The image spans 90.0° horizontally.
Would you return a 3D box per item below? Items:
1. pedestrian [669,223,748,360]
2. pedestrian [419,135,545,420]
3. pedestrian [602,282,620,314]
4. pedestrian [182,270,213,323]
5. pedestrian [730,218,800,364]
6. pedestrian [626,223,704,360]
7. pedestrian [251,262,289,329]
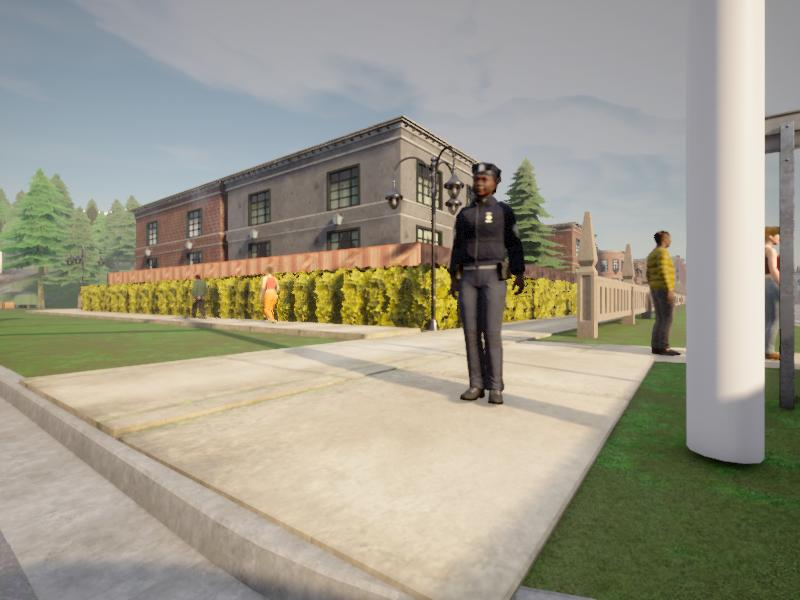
[{"bbox_3d":[4.504,-0.115,5.901,0.751,1.860,0.751,0,0,21],"label":"pedestrian"},{"bbox_3d":[0.661,-0.146,3.132,0.751,1.860,0.751,0,0,32],"label":"pedestrian"},{"bbox_3d":[12.214,-0.115,23.159,0.751,1.860,0.751,0,0,40],"label":"pedestrian"},{"bbox_3d":[-7.386,-0.115,14.615,0.751,1.860,0.751,0,0,37],"label":"pedestrian"},{"bbox_3d":[5.128,-0.115,5.518,0.751,1.860,0.751,0,0,27],"label":"pedestrian"},{"bbox_3d":[3.876,-0.115,5.908,0.751,1.860,0.751,0,0,14],"label":"pedestrian"},{"bbox_3d":[-3.772,-0.115,11.583,0.751,1.860,0.751,0,0,38],"label":"pedestrian"}]
